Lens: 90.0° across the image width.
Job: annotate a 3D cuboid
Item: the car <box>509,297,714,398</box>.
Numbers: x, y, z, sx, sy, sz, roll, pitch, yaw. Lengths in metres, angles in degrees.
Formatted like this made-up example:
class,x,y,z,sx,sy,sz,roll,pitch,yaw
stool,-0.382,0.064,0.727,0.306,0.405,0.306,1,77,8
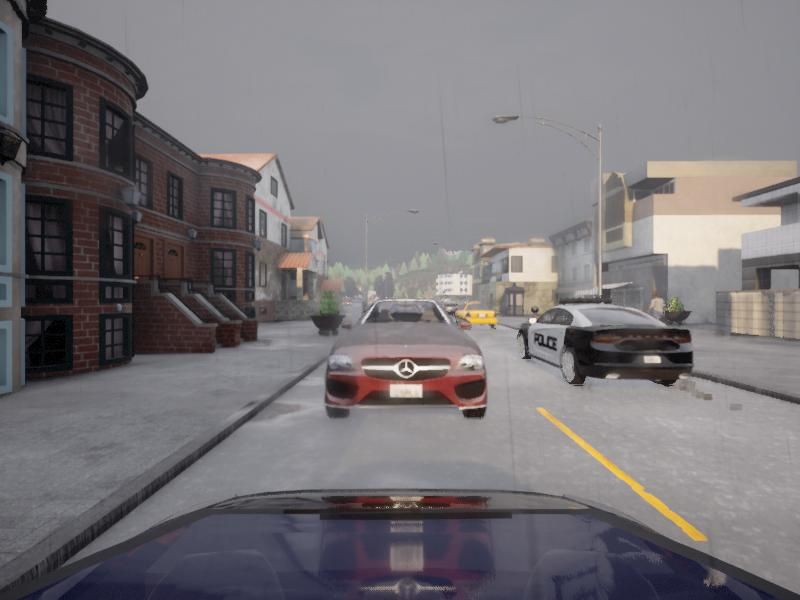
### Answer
class,x,y,z,sx,sy,sz,roll,pitch,yaw
car,4.124,0.771,9.071,1.930,1.638,5.238,0,0,1

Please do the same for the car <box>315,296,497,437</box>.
class,x,y,z,sx,sy,sz,roll,pitch,yaw
car,0.101,0.781,7.230,2.152,1.651,5.027,0,0,1

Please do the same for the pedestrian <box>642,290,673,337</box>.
class,x,y,z,sx,sy,sz,roll,pitch,yaw
pedestrian,10.546,0.547,16.421,0.751,1.860,0.751,0,0,-9

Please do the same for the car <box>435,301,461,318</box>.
class,x,y,z,sx,sy,sz,roll,pitch,yaw
car,4.478,0.829,37.953,2.007,1.525,4.514,0,0,1

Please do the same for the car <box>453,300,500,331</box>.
class,x,y,z,sx,sy,sz,roll,pitch,yaw
car,4.299,0.801,23.297,1.801,1.575,5.366,0,0,1

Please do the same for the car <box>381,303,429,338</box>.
class,x,y,z,sx,sy,sz,roll,pitch,yaw
car,0.251,0.894,19.560,2.033,1.411,5.357,0,0,1
